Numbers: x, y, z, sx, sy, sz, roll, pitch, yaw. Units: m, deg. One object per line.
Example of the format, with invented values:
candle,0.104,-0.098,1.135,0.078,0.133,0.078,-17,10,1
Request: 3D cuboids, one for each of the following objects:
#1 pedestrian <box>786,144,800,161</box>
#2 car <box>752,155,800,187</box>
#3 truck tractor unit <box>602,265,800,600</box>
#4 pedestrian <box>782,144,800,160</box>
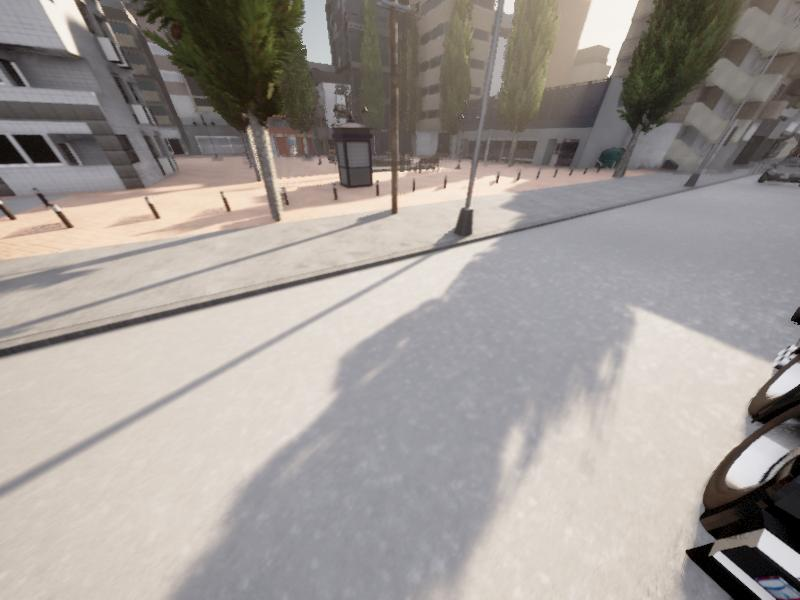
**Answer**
pedestrian,53.515,-19.758,31.007,0.751,1.860,0.751,-15,38,-21
car,25.882,-8.521,15.137,4.514,1.525,2.007,-18,39,-24
truck tractor unit,5.112,-0.299,0.781,6.516,4.208,3.053,-18,39,-24
pedestrian,55.386,-20.795,32.513,0.751,1.860,0.751,-18,39,-25
